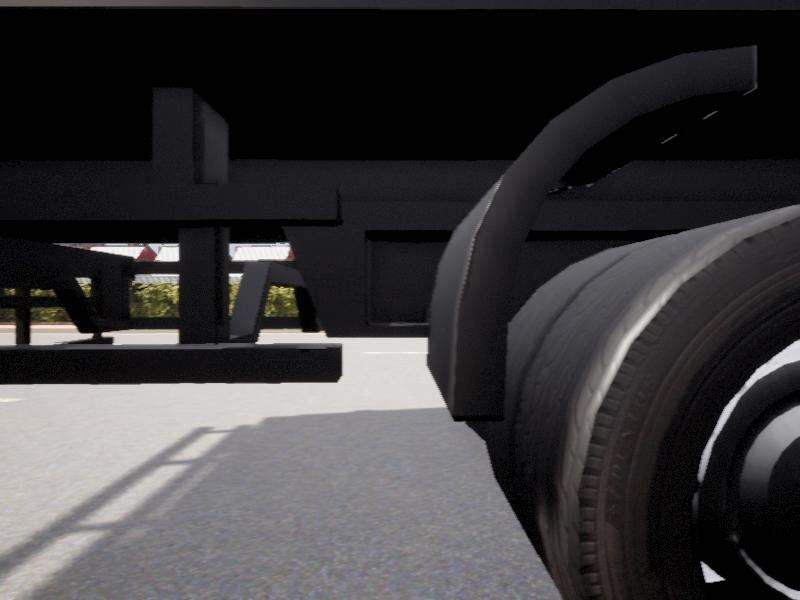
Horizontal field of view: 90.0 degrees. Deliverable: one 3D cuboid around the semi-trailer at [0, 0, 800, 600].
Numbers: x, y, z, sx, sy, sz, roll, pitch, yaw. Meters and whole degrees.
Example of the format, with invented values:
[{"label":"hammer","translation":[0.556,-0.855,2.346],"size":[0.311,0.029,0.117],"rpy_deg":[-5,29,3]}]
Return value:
[{"label":"semi-trailer","translation":[4.701,-1.218,2.012],"size":[14.254,4.402,2.717],"rpy_deg":[0,0,-1]}]
